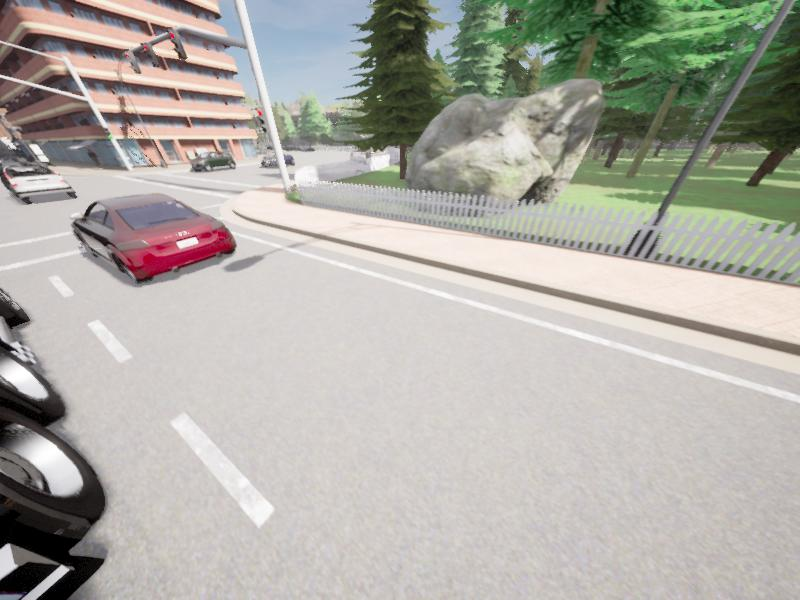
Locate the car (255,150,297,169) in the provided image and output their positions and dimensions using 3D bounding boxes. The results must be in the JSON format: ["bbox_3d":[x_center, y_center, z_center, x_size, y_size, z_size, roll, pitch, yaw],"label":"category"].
[{"bbox_3d":[-13.153,-15.160,24.823,1.970,1.475,3.806,5,35,9],"label":"car"}]

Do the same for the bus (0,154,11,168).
[{"bbox_3d":[-54.832,-19.106,28.906,10.273,4.253,3.944,18,39,25],"label":"bus"}]

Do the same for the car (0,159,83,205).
[{"bbox_3d":[-18.592,-6.061,11.699,3.988,1.617,1.851,18,39,25],"label":"car"}]

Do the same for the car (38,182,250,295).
[{"bbox_3d":[-6.021,-1.759,5.517,4.181,1.385,1.994,18,39,25],"label":"car"}]

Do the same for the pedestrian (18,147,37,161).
[{"bbox_3d":[-59.791,-23.474,37.100,0.751,1.860,0.751,25,42,32],"label":"pedestrian"}]

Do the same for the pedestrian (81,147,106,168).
[{"bbox_3d":[-32.803,-15.241,24.729,0.751,1.860,0.751,20,40,27],"label":"pedestrian"}]

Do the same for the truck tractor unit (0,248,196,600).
[{"bbox_3d":[-5.122,-0.283,0.812,6.516,4.208,3.053,19,41,26],"label":"truck tractor unit"}]

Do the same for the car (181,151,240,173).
[{"bbox_3d":[-17.848,-13.216,22.026,1.789,1.549,3.705,10,36,16],"label":"car"}]
